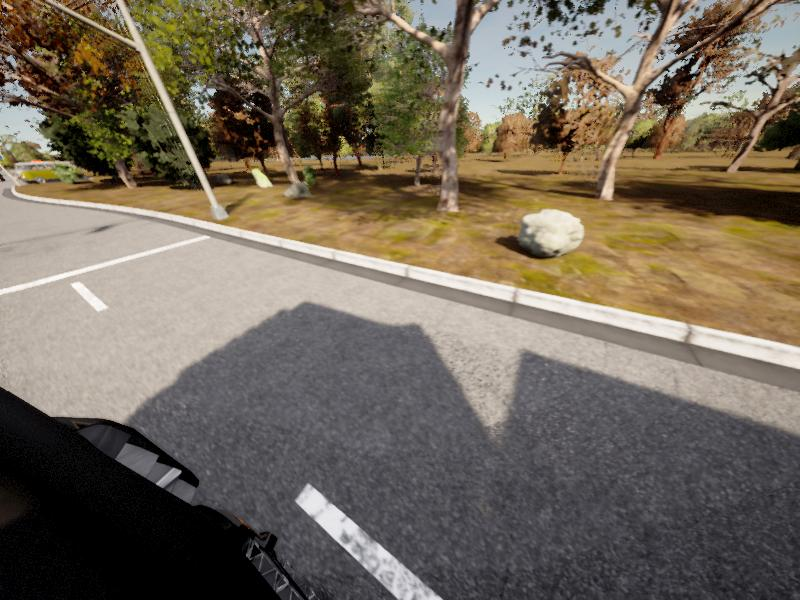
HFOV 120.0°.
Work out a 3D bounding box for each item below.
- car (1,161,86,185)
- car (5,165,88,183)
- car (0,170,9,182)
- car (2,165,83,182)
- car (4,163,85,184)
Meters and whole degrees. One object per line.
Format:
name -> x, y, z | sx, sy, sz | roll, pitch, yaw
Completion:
car -> -39.721, -14.347, 25.979 | 1.878, 1.987, 4.442 | 8, 34, 14
car -> -44.427, -16.098, 29.331 | 1.946, 1.575, 5.366 | 8, 34, 15
car -> -55.778, -17.041, 31.463 | 3.988, 1.617, 1.851 | 21, 41, 31
car -> -46.909, -16.802, 30.545 | 1.946, 1.575, 5.366 | 8, 35, 15
car -> -42.102, -15.192, 27.589 | 2.185, 1.767, 4.553 | 7, 34, 15
